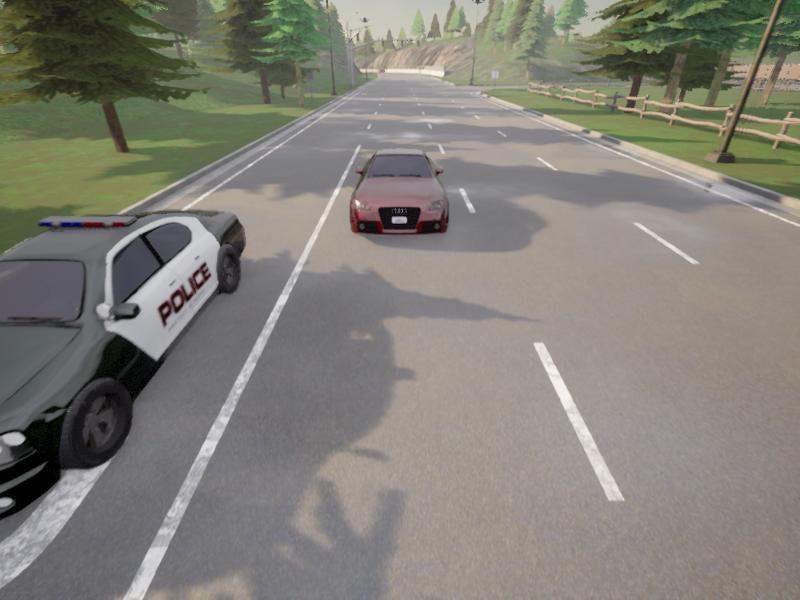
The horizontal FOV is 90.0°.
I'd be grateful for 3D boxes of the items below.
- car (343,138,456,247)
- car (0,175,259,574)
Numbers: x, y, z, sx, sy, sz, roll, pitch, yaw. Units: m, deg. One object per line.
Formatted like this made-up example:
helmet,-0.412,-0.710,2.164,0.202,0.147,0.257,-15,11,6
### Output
car,-0.010,-2.673,9.190,1.994,1.385,4.181,0,30,0
car,-3.506,-0.029,4.517,2.038,1.542,4.974,0,30,0
